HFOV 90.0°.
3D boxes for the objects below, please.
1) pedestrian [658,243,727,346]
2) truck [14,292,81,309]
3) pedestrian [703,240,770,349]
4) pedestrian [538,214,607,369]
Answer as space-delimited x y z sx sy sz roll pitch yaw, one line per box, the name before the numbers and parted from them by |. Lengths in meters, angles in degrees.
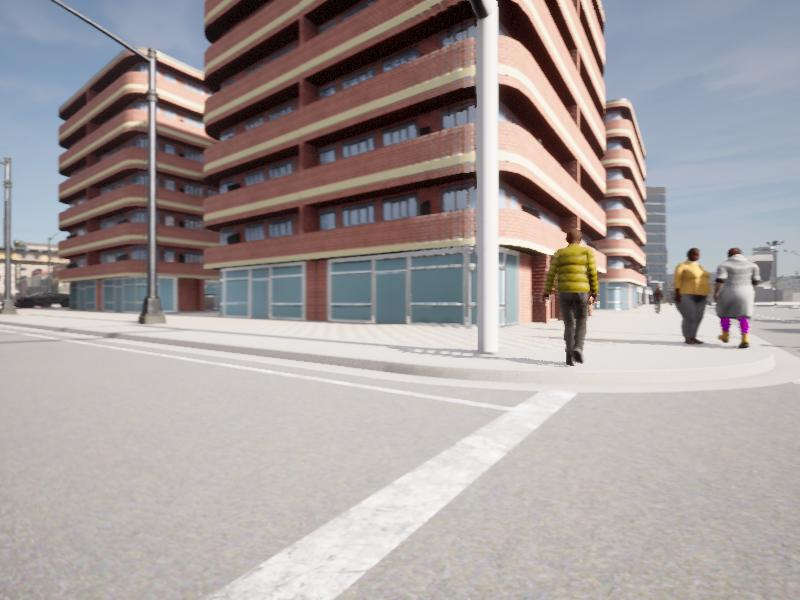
pedestrian | 5.578 -0.094 7.671 0.751 1.860 0.751 0 0 -11
truck | -46.834 0.001 53.318 2.390 2.098 6.274 0 1 36
pedestrian | 6.135 -0.095 7.342 0.751 1.860 0.751 0 0 24
pedestrian | 2.294 -0.098 5.299 0.751 1.860 0.751 0 0 30
